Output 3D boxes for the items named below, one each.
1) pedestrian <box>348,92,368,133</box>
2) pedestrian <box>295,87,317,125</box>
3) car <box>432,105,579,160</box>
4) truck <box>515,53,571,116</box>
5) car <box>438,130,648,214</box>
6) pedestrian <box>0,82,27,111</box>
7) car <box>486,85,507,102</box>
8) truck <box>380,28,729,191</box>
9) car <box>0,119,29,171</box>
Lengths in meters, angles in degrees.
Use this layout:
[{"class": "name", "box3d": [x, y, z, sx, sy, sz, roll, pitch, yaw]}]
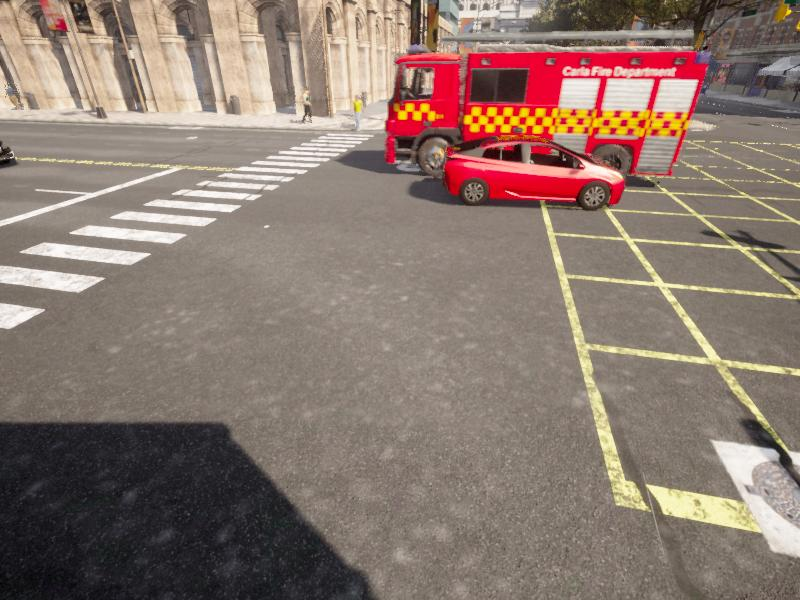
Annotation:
[{"class": "pedestrian", "box3d": [-2.198, -9.802, 20.910, 0.751, 1.860, 0.751, 6, 31, 10]}, {"class": "pedestrian", "box3d": [-5.259, -10.926, 22.535, 0.751, 1.860, 0.751, 8, 31, 14]}, {"class": "car", "box3d": [4.029, -6.763, 15.978, 5.238, 1.638, 1.930, 6, 31, 11]}, {"class": "truck", "box3d": [10.813, -16.895, 31.170, 2.891, 3.827, 8.468, 6, 31, 11]}, {"class": "car", "box3d": [3.313, -3.346, 10.239, 4.514, 1.525, 2.007, 3, 30, 6]}, {"class": "pedestrian", "box3d": [-28.530, -14.959, 29.429, 0.751, 1.860, 0.751, 2, 30, 3]}, {"class": "car", "box3d": [9.978, -21.411, 41.401, 1.895, 1.301, 4.718, 6, 31, 11]}, {"class": "truck", "box3d": [3.905, -5.916, 12.361, 8.468, 3.827, 2.891, 6, 31, 11]}, {"class": "car", "box3d": [-15.829, -5.279, 13.570, 4.892, 1.490, 1.837, 6, 31, 11]}]
